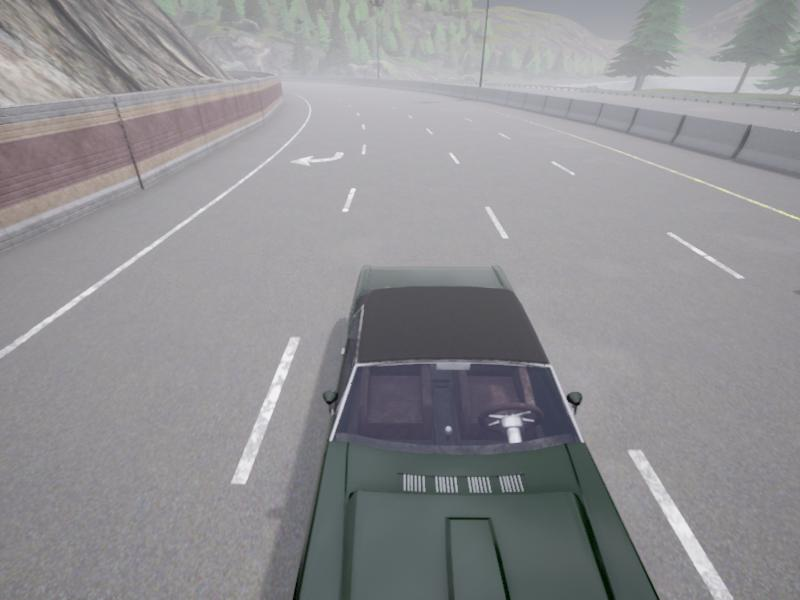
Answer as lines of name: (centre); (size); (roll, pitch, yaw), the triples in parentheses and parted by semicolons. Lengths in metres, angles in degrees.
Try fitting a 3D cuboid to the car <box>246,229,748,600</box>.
car: (0.381, 0.879, 3.235); (1.895, 1.301, 4.718); (0, 30, 0)
